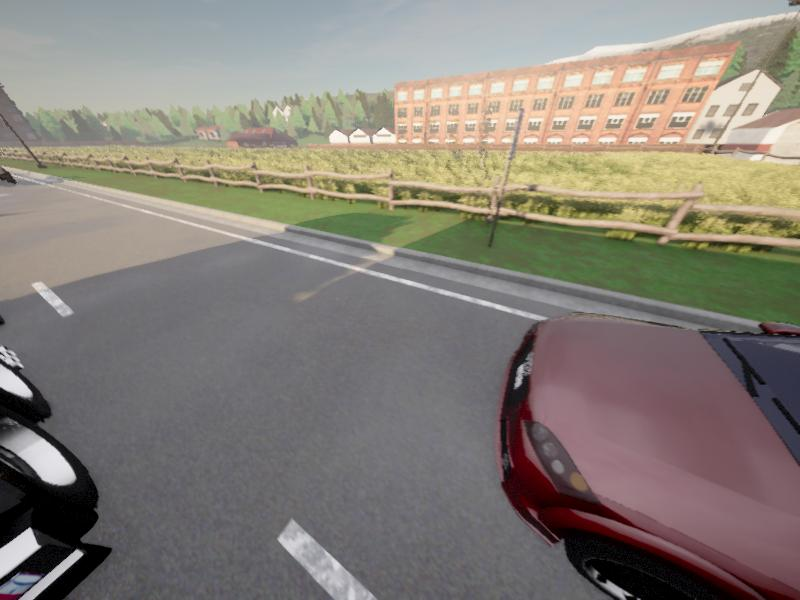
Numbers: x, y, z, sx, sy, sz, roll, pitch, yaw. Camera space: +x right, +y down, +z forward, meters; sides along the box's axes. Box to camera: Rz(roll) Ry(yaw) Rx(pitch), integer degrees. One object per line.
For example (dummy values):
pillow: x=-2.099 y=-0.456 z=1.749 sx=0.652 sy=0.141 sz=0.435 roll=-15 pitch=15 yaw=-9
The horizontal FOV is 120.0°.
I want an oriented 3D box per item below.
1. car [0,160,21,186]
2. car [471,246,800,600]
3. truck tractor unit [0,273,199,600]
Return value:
car: x=-27.853 y=-8.646 z=15.137 sx=4.605 sy=1.855 sz=1.932 roll=17 pitch=39 yaw=23
car: x=2.837 y=1.091 z=1.208 sx=4.181 sy=1.385 sz=1.994 roll=17 pitch=39 yaw=24
truck tractor unit: x=-5.140 y=-0.268 z=0.758 sx=6.516 sy=4.208 sz=3.053 roll=17 pitch=39 yaw=24
